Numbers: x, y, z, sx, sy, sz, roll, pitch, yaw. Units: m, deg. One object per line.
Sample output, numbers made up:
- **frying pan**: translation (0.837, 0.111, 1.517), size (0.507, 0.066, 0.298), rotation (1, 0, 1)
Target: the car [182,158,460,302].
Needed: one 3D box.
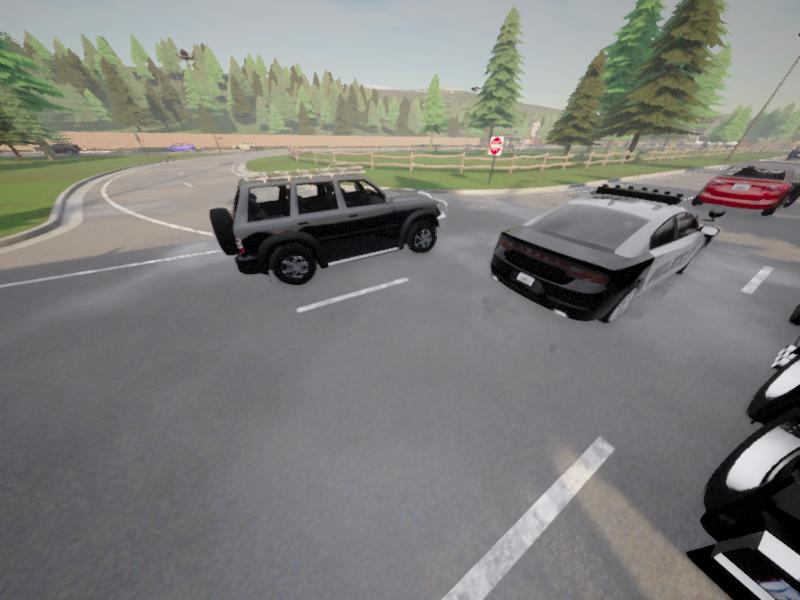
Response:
- **car**: translation (-1.227, -1.877, 5.057), size (4.605, 1.855, 1.932), rotation (-19, 39, -25)

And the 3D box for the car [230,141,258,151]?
- **car**: translation (-33.960, -33.671, 50.471), size (4.605, 1.855, 1.932), rotation (-18, 39, -25)

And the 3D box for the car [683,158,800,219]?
- **car**: translation (14.748, -4.776, 9.554), size (4.611, 1.667, 2.242), rotation (-17, 38, -23)

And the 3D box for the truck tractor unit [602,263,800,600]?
- **truck tractor unit**: translation (5.108, -0.303, 0.788), size (6.516, 4.208, 3.053), rotation (-18, 39, -24)

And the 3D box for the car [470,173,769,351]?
- **car**: translation (4.093, -1.217, 4.360), size (5.238, 1.638, 1.930), rotation (-18, 39, -24)

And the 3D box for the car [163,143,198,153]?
- **car**: translation (-43.548, -30.356, 45.985), size (4.514, 1.525, 2.007), rotation (-18, 39, -25)
